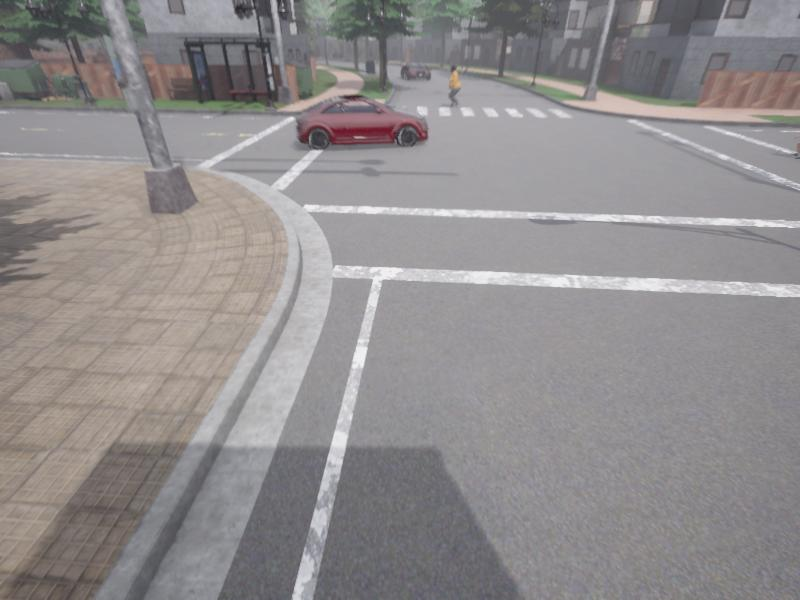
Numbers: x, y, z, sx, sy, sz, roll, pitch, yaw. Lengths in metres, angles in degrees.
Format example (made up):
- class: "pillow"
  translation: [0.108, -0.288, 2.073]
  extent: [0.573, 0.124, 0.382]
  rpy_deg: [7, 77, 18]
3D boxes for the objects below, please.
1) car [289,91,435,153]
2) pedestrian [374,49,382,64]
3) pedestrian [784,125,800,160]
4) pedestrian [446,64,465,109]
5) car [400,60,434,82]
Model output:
- class: "car"
  translation: [-1.211, -5.666, 12.599]
  extent: [4.181, 1.385, 1.994]
  rpy_deg: [-6, 34, -10]
- class: "pedestrian"
  translation: [-3.094, -34.553, 56.768]
  extent: [0.751, 1.860, 0.751]
  rpy_deg: [-23, 39, -31]
- class: "pedestrian"
  translation: [11.573, -4.581, 11.277]
  extent: [0.500, 1.100, 0.500]
  rpy_deg: [-4, 33, -7]
- class: "pedestrian"
  translation: [2.658, -10.310, 19.305]
  extent: [0.751, 1.860, 0.751]
  rpy_deg: [3, 33, 4]
- class: "car"
  translation: [1.321, -19.421, 33.891]
  extent: [1.994, 1.385, 4.181]
  rpy_deg: [-5, 33, -9]
